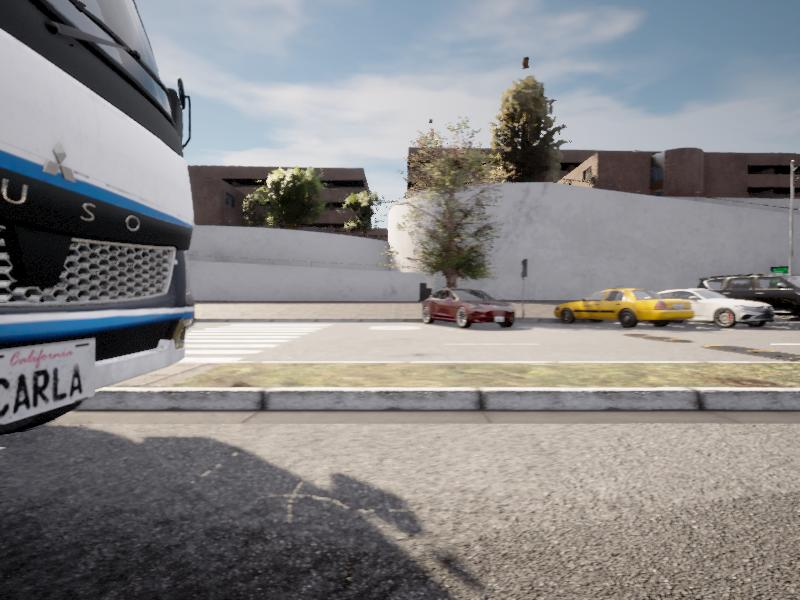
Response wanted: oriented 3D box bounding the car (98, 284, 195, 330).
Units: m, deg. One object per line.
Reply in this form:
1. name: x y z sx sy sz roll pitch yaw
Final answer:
1. car: -9.527 0.265 15.524 2.163 1.488 4.792 1 -1 -20

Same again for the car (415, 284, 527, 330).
1. car: 2.479 0.265 15.517 2.163 1.488 4.792 1 -1 -20

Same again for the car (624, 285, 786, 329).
1. car: 11.475 0.266 15.541 2.002 1.452 4.674 0 -1 -20

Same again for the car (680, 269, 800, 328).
1. car: 14.494 -0.032 15.513 2.435 2.045 5.566 0 -1 -20

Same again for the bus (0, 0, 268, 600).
1. bus: -6.390 -1.135 1.825 10.273 4.253 3.944 0 0 0

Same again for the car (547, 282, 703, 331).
1. car: 8.402 0.231 15.711 1.946 1.575 5.366 0 -1 -20

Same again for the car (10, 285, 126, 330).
1. car: -12.546 0.276 15.547 2.002 1.452 4.674 0 -1 -20
